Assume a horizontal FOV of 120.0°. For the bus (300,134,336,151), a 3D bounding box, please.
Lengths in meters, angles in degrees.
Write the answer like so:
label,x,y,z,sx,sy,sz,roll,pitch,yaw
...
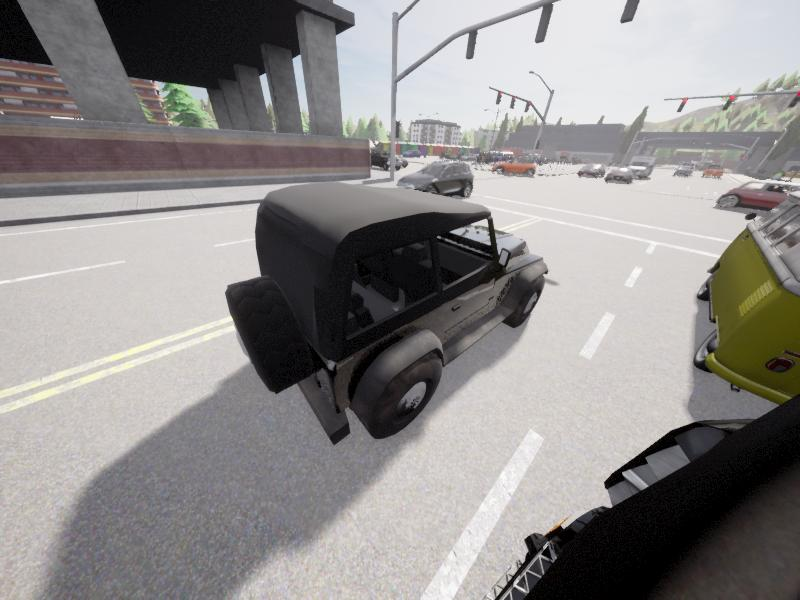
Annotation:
label,x,y,z,sx,sy,sz,roll,pitch,yaw
bus,-27.407,-53.066,77.979,10.273,4.253,3.944,-24,42,-35

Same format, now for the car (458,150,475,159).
label,x,y,z,sx,sy,sz,roll,pitch,yaw
car,18.753,-41.029,65.205,4.605,1.855,1.932,-24,42,-35

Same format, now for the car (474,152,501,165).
label,x,y,z,sx,sy,sz,roll,pitch,yaw
car,15.570,-25.148,41.035,4.605,1.855,1.932,-24,42,-35

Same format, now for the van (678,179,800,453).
label,x,y,z,sx,sy,sz,roll,pitch,yaw
van,5.427,-0.147,2.780,4.442,1.987,1.775,-24,42,-35

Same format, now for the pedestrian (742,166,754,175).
label,x,y,z,sx,sy,sz,roll,pitch,yaw
pedestrian,84.969,-31.747,56.478,0.751,1.860,0.751,-26,43,-36

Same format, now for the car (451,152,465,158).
label,x,y,z,sx,sy,sz,roll,pitch,yaw
car,16.885,-42.146,67.128,3.905,1.438,1.784,-24,42,-35

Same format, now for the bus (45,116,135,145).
label,x,y,z,sx,sy,sz,roll,pitch,yaw
bus,-65.295,-36.015,49.424,10.273,4.253,3.944,-24,42,-35

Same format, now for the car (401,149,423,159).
label,x,y,z,sx,sy,sz,roll,pitch,yaw
car,2.695,-33.641,53.166,4.611,1.667,2.242,-24,42,-35

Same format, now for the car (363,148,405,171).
label,x,y,z,sx,sy,sz,roll,pitch,yaw
car,-1.824,-15.035,24.668,1.932,1.855,4.605,-25,42,-35

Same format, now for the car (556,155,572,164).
label,x,y,z,sx,sy,sz,roll,pitch,yaw
car,44.855,-38.367,63.173,3.866,1.878,1.905,-24,42,-35

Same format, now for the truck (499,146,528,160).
label,x,y,z,sx,sy,sz,roll,pitch,yaw
truck,41.496,-53.774,84.641,2.891,3.827,8.468,-23,41,-33

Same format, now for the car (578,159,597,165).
label,x,y,z,sx,sy,sz,roll,pitch,yaw
car,57.011,-41.896,70.125,1.970,1.475,3.806,-24,42,-34

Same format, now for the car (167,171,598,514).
label,x,y,z,sx,sy,sz,roll,pitch,yaw
car,0.274,-0.350,2.784,3.866,1.878,1.905,-24,42,-35

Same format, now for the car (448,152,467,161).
label,x,y,z,sx,sy,sz,roll,pitch,yaw
car,12.891,-32.162,51.782,3.905,1.438,1.784,-24,42,-35

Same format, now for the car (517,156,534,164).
label,x,y,z,sx,sy,sz,roll,pitch,yaw
car,29.941,-33.445,55.061,3.806,1.475,1.970,-24,42,-35

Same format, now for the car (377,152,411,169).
label,x,y,z,sx,sy,sz,roll,pitch,yaw
car,-0.824,-17.120,28.247,1.816,1.474,4.193,-25,42,-35

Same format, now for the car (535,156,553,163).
label,x,y,z,sx,sy,sz,roll,pitch,yaw
car,38.218,-37.186,61.312,5.357,1.415,2.033,-24,42,-35

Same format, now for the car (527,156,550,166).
label,x,y,z,sx,sy,sz,roll,pitch,yaw
car,28.814,-28.859,47.935,4.611,1.667,2.242,-24,42,-35

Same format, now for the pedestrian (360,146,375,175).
label,x,y,z,sx,sy,sz,roll,pitch,yaw
pedestrian,-2.489,-10.782,17.904,0.751,1.860,0.751,29,42,34

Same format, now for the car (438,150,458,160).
label,x,y,z,sx,sy,sz,roll,pitch,yaw
car,11.094,-33.497,53.277,4.605,1.855,1.932,-24,42,-35

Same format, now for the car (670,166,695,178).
label,x,y,z,sx,sy,sz,roll,pitch,yaw
car,47.208,-21.428,38.541,5.357,1.411,2.033,-25,42,-35

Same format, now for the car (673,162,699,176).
label,x,y,z,sx,sy,sz,roll,pitch,yaw
car,52.887,-24.286,42.692,5.566,2.045,2.150,-24,42,-35

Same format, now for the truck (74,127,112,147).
label,x,y,z,sx,sy,sz,roll,pitch,yaw
truck,-51.750,-27.609,39.112,2.615,2.467,5.204,-24,42,-35

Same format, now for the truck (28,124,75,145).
label,x,y,z,sx,sy,sz,roll,pitch,yaw
truck,-54.986,-26.148,36.666,2.615,2.467,5.204,-24,42,-35

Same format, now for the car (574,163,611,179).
label,x,y,z,sx,sy,sz,roll,pitch,yaw
car,23.895,-16.070,28.626,4.792,1.488,2.163,-24,42,-35

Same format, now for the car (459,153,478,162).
label,x,y,z,sx,sy,sz,roll,pitch,yaw
car,14.796,-30.865,50.029,3.806,1.475,1.970,-24,42,-35

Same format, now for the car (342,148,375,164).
label,x,y,z,sx,sy,sz,roll,pitch,yaw
car,-5.931,-20.548,32.874,1.930,1.638,5.238,-25,42,-35

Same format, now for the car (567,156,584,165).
label,x,y,z,sx,sy,sz,roll,pitch,yaw
car,46.721,-37.082,61.371,4.605,1.855,1.932,-24,42,-35

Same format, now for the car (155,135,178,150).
label,x,y,z,sx,sy,sz,roll,pitch,yaw
car,-37.488,-25.264,37.127,1.905,1.878,3.866,-24,42,-35

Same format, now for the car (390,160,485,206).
label,x,y,z,sx,sy,sz,roll,pitch,yaw
car,2.019,-6.196,11.968,4.856,1.649,2.033,-24,42,-35

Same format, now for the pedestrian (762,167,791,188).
label,x,y,z,sx,sy,sz,roll,pitch,yaw
pedestrian,40.045,-13.031,24.606,0.751,1.860,0.751,-25,42,-35

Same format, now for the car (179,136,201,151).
label,x,y,z,sx,sy,sz,roll,pitch,yaw
car,-35.280,-26.260,38.796,1.905,1.878,3.866,-24,42,-35

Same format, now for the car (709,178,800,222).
label,x,y,z,sx,sy,sz,roll,pitch,yaw
car,19.442,-5.113,11.730,1.970,1.475,3.806,-7,35,-14

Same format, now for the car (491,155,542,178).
label,x,y,z,sx,sy,sz,roll,pitch,yaw
car,12.795,-14.858,25.592,4.553,1.767,2.097,16,35,18

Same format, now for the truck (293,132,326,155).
label,x,y,z,sx,sy,sz,roll,pitch,yaw
truck,-19.122,-33.071,48.773,2.891,3.827,8.468,-25,42,-35

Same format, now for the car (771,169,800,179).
label,x,y,z,sx,sy,sz,roll,pitch,yaw
car,90.184,-28.817,52.789,1.801,1.575,5.366,-24,42,-35

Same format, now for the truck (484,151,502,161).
label,x,y,z,sx,sy,sz,roll,pitch,yaw
truck,24.213,-37.522,60.162,4.478,2.038,2.069,-24,42,-35

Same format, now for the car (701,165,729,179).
label,x,y,z,sx,sy,sz,roll,pitch,yaw
car,53.147,-21.726,39.082,4.553,1.767,2.097,-24,42,-35

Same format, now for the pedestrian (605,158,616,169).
label,x,y,z,sx,sy,sz,roll,pitch,yaw
pedestrian,43.039,-27.898,47.235,0.751,1.860,0.751,-26,43,-36

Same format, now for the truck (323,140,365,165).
label,x,y,z,sx,sy,sz,roll,pitch,yaw
truck,-7.122,-18.774,29.362,2.627,2.467,5.204,-25,42,-35

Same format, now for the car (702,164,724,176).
label,x,y,z,sx,sy,sz,roll,pitch,yaw
car,63.708,-26.552,47.078,3.866,1.878,1.905,-24,42,-35

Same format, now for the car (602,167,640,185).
label,x,y,z,sx,sy,sz,roll,pitch,yaw
car,22.560,-12.699,23.538,4.181,1.385,1.994,-27,44,-37

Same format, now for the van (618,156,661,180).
label,x,y,z,sx,sy,sz,roll,pitch,yaw
van,31.078,-17.134,29.916,6.366,2.431,2.351,-24,42,-35

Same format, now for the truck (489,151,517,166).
label,x,y,z,sx,sy,sz,roll,pitch,yaw
truck,17.533,-23.980,39.253,4.478,2.038,2.069,-24,42,-35
